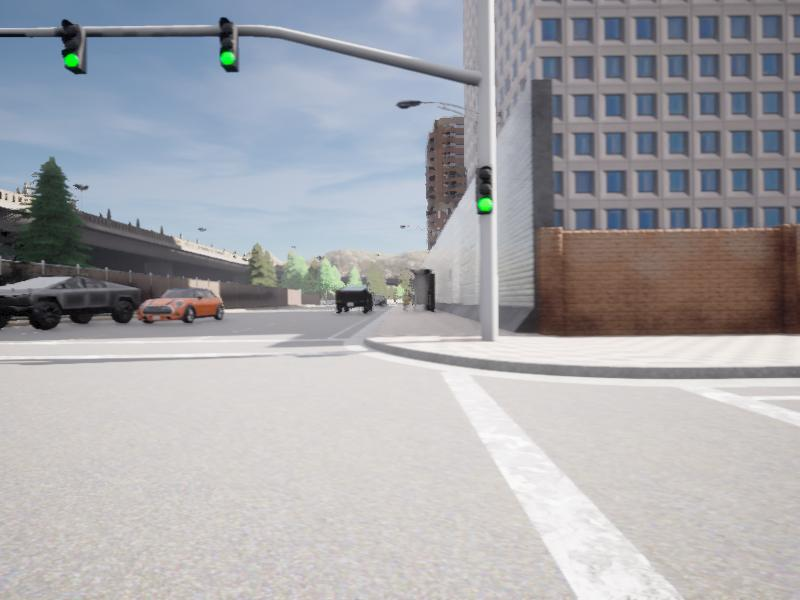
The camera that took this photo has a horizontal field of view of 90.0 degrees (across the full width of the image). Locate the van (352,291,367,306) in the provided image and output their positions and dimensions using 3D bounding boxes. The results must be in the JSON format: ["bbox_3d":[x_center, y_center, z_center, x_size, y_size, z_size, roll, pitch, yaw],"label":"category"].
[{"bbox_3d":[-6.871,-0.227,69.056,1.988,2.561,5.915,-1,0,0],"label":"van"}]

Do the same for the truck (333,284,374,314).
[{"bbox_3d":[-3.505,-0.040,31.421,2.390,2.098,6.274,-1,0,0],"label":"truck"}]

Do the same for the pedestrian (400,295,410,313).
[{"bbox_3d":[0.314,0.235,24.601,0.500,1.100,0.500,-1,0,-8],"label":"pedestrian"}]

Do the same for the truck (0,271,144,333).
[{"bbox_3d":[-14.054,0.079,16.923,2.390,2.098,6.274,-1,0,0],"label":"truck"}]

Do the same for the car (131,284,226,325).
[{"bbox_3d":[-10.544,0.191,19.553,2.097,1.767,4.553,-1,0,0],"label":"car"}]

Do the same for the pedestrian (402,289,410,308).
[{"bbox_3d":[0.631,-0.143,40.188,0.751,1.860,0.751,-1,0,3],"label":"pedestrian"}]

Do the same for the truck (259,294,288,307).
[{"bbox_3d":[-26.163,0.116,82.997,5.204,2.467,2.627,-1,0,0],"label":"truck"}]
